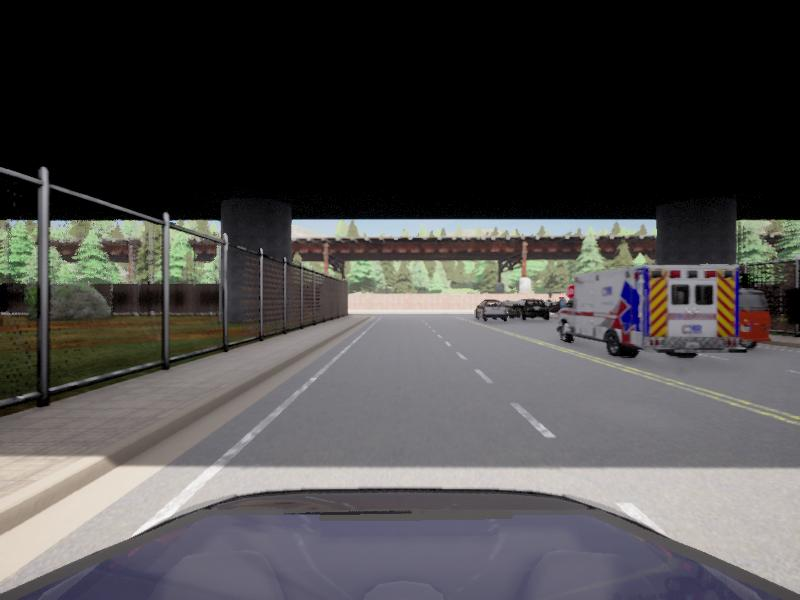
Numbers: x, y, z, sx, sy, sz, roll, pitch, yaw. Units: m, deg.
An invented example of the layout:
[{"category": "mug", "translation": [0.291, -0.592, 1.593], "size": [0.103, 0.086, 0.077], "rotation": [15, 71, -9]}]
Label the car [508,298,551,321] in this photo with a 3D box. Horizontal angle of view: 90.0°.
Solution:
[{"category": "car", "translation": [10.502, 0.714, 32.807], "size": [2.097, 1.767, 4.553], "rotation": [0, 0, 0]}]

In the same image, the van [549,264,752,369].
[{"category": "van", "translation": [7.002, 0.385, 12.466], "size": [2.351, 2.431, 6.366], "rotation": [0, 0, 0]}]

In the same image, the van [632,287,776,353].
[{"category": "van", "translation": [10.499, 0.607, 14.336], "size": [1.775, 1.987, 4.442], "rotation": [0, 0, 0]}]

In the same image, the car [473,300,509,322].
[{"category": "car", "translation": [7.005, 0.804, 31.148], "size": [1.851, 1.617, 3.988], "rotation": [0, 0, 0]}]

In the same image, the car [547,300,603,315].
[{"category": "car", "translation": [19.142, 0.794, 43.934], "size": [5.238, 1.638, 1.930], "rotation": [0, 0, 1]}]

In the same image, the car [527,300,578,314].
[{"category": "car", "translation": [18.045, 0.795, 47.450], "size": [5.238, 1.638, 1.930], "rotation": [0, 0, 1]}]
